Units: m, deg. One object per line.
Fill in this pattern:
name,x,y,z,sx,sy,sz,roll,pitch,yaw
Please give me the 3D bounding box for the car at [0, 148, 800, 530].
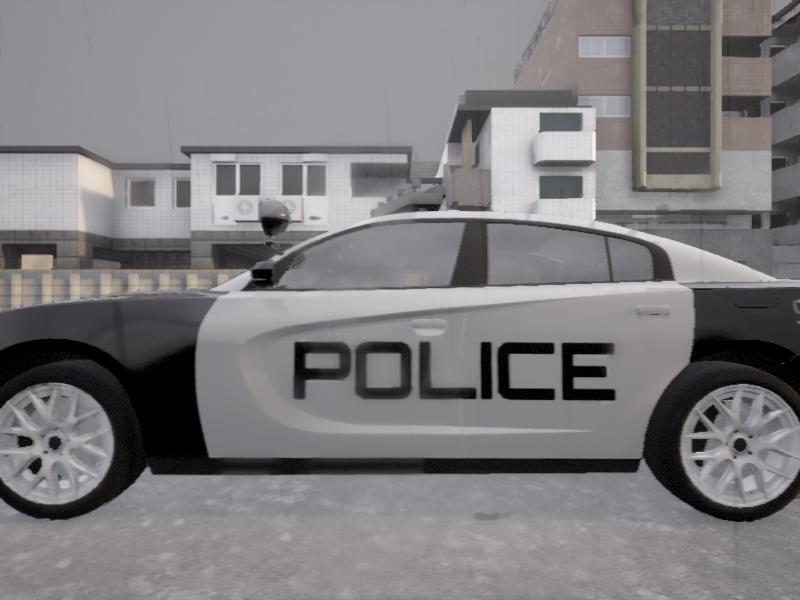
car,-0.034,0.170,2.692,5.238,1.638,1.930,0,0,0
